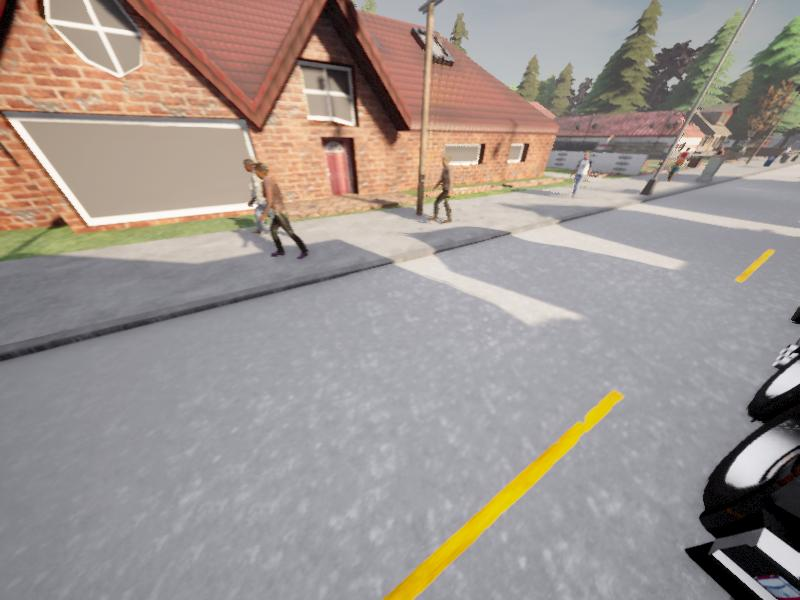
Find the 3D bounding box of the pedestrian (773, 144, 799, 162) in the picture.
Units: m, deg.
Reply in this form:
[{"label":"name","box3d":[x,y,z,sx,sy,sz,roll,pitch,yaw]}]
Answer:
[{"label":"pedestrian","box3d":[50.469,-19.240,30.234,0.751,1.860,0.751,21,40,27]}]

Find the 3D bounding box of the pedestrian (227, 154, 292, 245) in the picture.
[{"label":"pedestrian","box3d":[-3.269,-2.413,5.592,0.751,1.860,0.751,-12,37,-17]}]

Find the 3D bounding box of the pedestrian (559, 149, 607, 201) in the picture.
[{"label":"pedestrian","box3d":[7.717,-5.296,9.829,0.751,1.860,0.751,-18,39,-24]}]

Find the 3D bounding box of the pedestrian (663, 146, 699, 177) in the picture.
[{"label":"pedestrian","box3d":[20.104,-9.893,16.541,0.751,1.860,0.751,-18,39,-25]}]

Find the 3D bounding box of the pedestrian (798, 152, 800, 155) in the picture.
[{"label":"pedestrian","box3d":[79.630,-29.510,45.245,0.751,1.860,0.751,-16,38,-21]}]

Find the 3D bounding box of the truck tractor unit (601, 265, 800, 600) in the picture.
[{"label":"truck tractor unit","box3d":[5.114,-0.298,0.777,6.516,4.208,3.053,-18,39,-24]}]

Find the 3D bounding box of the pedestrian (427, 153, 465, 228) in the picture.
[{"label":"pedestrian","box3d":[1.258,-3.128,6.657,0.751,1.860,0.751,-1,35,-1]}]

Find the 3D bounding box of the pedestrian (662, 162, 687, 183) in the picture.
[{"label":"pedestrian","box3d":[17.115,-7.970,14.417,0.500,1.100,0.500,-19,39,-26]}]

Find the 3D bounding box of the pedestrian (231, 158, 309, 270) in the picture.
[{"label":"pedestrian","box3d":[-2.388,-1.644,4.493,0.751,1.860,0.751,-11,36,-16]}]
